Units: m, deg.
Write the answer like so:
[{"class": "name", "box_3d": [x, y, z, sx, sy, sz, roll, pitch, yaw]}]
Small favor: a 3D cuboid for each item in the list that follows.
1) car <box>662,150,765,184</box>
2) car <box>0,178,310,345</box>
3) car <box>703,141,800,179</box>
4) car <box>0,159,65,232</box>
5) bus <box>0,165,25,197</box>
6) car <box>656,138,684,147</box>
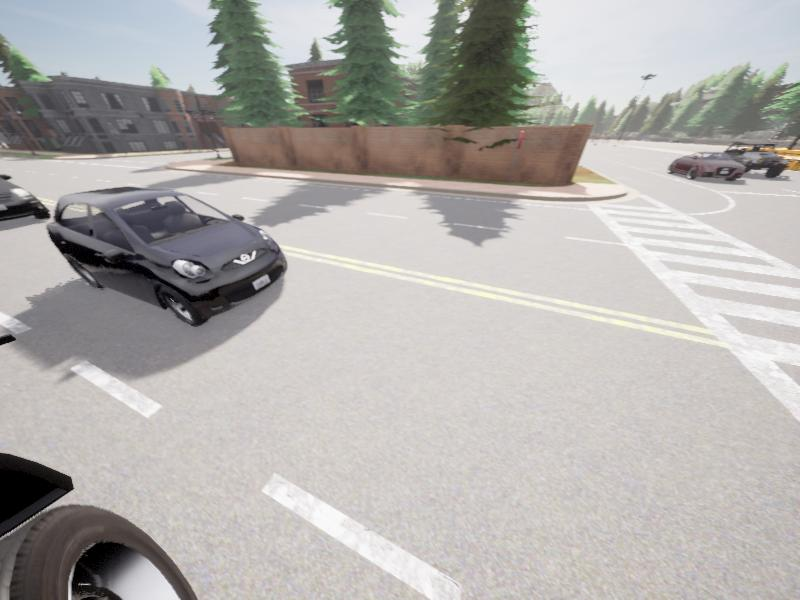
[{"class": "car", "box_3d": [19.161, -8.458, 14.482, 1.994, 1.385, 4.181, 14, 38, 18]}, {"class": "car", "box_3d": [-3.733, -0.932, 3.802, 3.633, 1.501, 1.845, 13, 38, 18]}, {"class": "car", "box_3d": [23.556, -9.519, 15.527, 1.905, 1.878, 3.866, 14, 38, 18]}, {"class": "car", "box_3d": [-12.849, -3.159, 6.785, 3.988, 1.617, 1.851, 14, 38, 18]}, {"class": "bus", "box_3d": [-22.392, -6.610, 9.268, 10.273, 4.253, 3.944, 14, 38, 18]}, {"class": "car", "box_3d": [60.515, -35.383, 51.915, 1.837, 1.490, 4.892, 11, 37, 15]}]
